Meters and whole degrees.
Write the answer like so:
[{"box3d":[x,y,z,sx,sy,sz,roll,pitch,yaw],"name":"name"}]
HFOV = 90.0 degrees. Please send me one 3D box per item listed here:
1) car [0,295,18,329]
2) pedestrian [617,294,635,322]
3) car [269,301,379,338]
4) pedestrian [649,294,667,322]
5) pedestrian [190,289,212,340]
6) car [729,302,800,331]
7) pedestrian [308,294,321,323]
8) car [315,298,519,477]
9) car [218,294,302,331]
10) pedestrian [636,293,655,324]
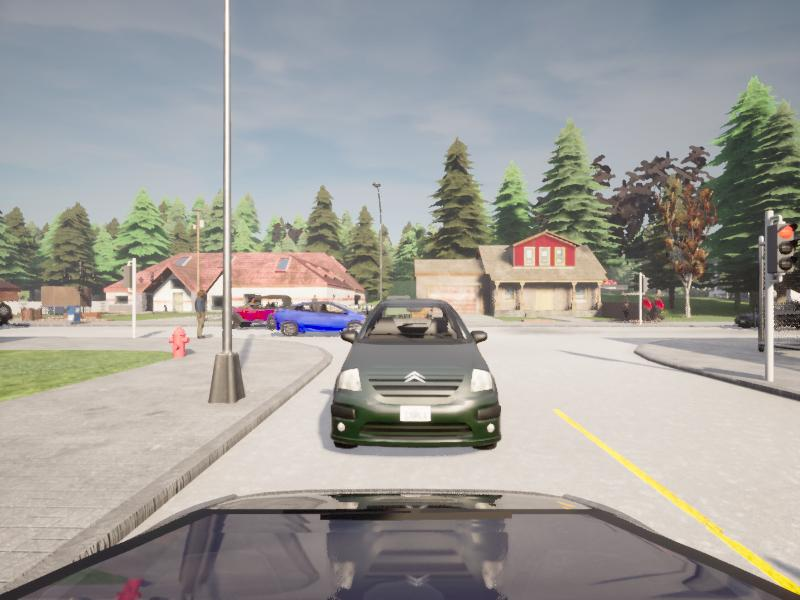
[{"box3d":[-24.140,0.651,21.964,4.605,1.855,1.932,0,0,4],"name":"car"},{"box3d":[14.994,0.533,26.522,0.751,1.860,0.751,0,0,1],"name":"pedestrian"},{"box3d":[-3.252,0.829,17.781,4.514,1.525,2.007,0,0,1],"name":"car"},{"box3d":[17.076,0.533,26.508,0.751,1.860,0.751,0,0,1],"name":"pedestrian"},{"box3d":[-7.594,0.534,15.250,0.751,1.860,0.751,0,0,-28],"name":"pedestrian"},{"box3d":[20.341,0.854,21.266,4.193,1.474,1.816,0,0,1],"name":"car"},{"box3d":[-5.507,0.533,25.747,0.751,1.860,0.751,0,0,-13],"name":"pedestrian"},{"box3d":[0.190,0.788,5.622,1.851,1.617,3.988,0,0,1],"name":"car"},{"box3d":[-7.535,0.647,21.802,3.866,1.878,1.905,0,0,2],"name":"car"},{"box3d":[15.168,0.533,24.724,0.751,1.860,0.751,0,0,5],"name":"pedestrian"}]
